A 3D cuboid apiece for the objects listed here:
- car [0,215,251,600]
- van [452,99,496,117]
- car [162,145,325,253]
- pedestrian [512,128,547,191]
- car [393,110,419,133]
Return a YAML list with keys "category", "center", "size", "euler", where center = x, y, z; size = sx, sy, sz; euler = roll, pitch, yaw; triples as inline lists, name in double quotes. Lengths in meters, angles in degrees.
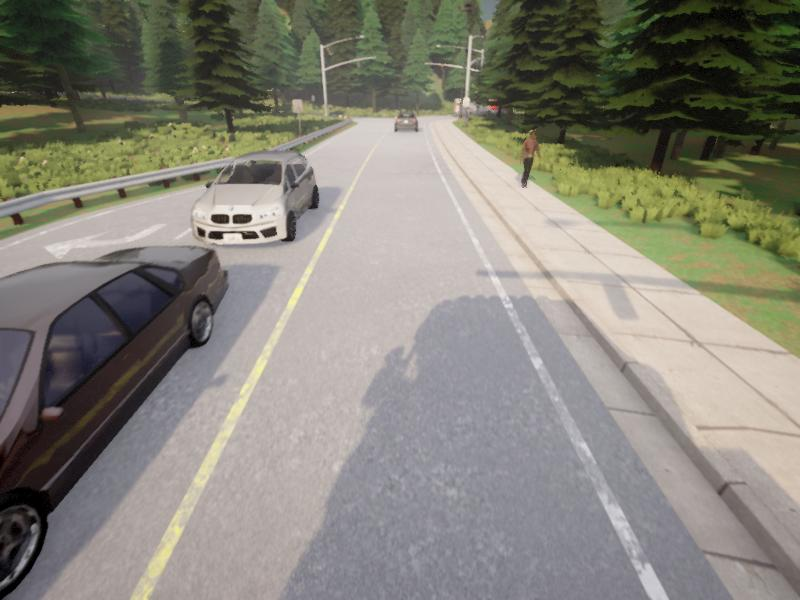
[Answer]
- category: "car"
  center: [-3.505, 0.576, 3.961]
  size: [2.033, 1.411, 5.357]
  euler: [0, 27, 0]
- category: "van"
  center: [11.255, -29.256, 60.892]
  size: [6.366, 2.431, 2.351]
  euler: [-16, 31, -28]
- category: "car"
  center: [-3.495, -2.797, 10.220]
  size: [2.242, 1.667, 4.611]
  euler: [0, 27, 0]
- category: "pedestrian"
  center: [4.240, -4.627, 13.207]
  size: [0.751, 1.860, 0.751]
  euler: [3, 27, 5]
- category: "car"
  center: [0.607, -16.509, 36.907]
  size: [2.242, 1.667, 4.611]
  euler: [1, 27, 2]
